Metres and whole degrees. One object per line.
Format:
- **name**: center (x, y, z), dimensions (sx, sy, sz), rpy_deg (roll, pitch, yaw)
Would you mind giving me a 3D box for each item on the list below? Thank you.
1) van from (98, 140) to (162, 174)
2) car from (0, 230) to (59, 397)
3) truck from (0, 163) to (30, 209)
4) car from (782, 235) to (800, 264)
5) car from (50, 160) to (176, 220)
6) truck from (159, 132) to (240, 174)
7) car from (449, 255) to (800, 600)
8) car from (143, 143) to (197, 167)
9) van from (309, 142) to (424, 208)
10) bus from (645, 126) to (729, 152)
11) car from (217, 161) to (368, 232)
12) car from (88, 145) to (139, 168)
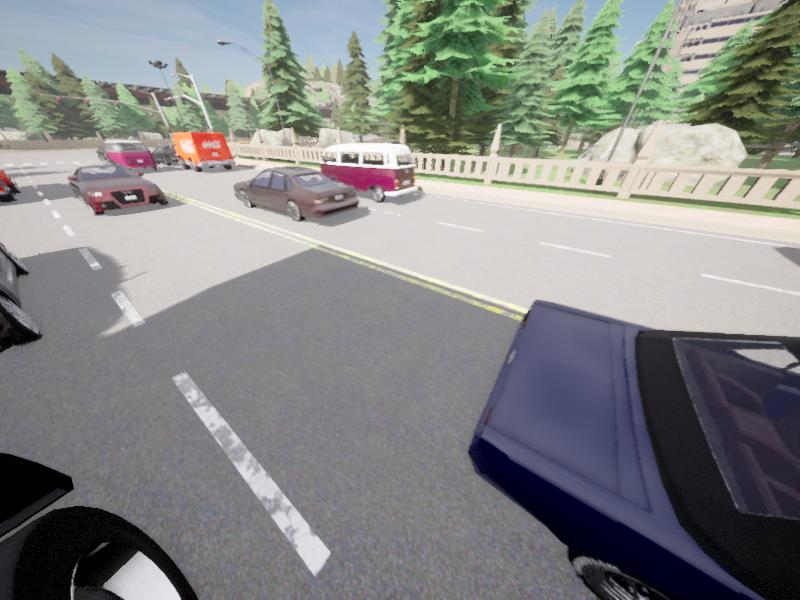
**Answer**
- **van**: center (-20.711, -11.052, 17.709), dimensions (4.442, 1.987, 1.775), rpy_deg (22, 40, 28)
- **car**: center (-6.681, -0.261, 2.804), dimensions (5.238, 1.638, 1.930), rpy_deg (22, 41, 28)
- **truck**: center (-17.674, -5.102, 8.838), dimensions (5.204, 2.467, 2.627), rpy_deg (23, 41, 27)
- **car**: center (10.286, -0.653, 3.649), dimensions (3.806, 1.475, 1.970), rpy_deg (22, 41, 28)
- **car**: center (-10.894, -4.330, 8.784), dimensions (4.181, 1.385, 1.994), rpy_deg (22, 41, 28)
- **truck**: center (-15.731, -11.685, 18.224), dimensions (5.204, 2.467, 2.627), rpy_deg (22, 40, 28)
- **car**: center (2.859, 1.313, 0.950), dimensions (4.718, 1.301, 1.895), rpy_deg (22, 41, 28)
- **car**: center (-21.870, -13.836, 21.971), dimensions (4.856, 1.649, 2.033), rpy_deg (22, 41, 28)
- **van**: center (-1.488, -5.690, 10.214), dimensions (4.480, 2.038, 2.069), rpy_deg (22, 41, 28)
- **bus**: center (61.982, -35.041, 50.430), dimensions (3.944, 4.253, 10.273), rpy_deg (-22, 41, -28)
- **car**: center (-3.912, -3.953, 8.288), dimensions (5.357, 1.411, 2.033), rpy_deg (22, 41, 28)
- **car**: center (-25.473, -12.816, 20.554), dimensions (3.705, 1.549, 1.789), rpy_deg (22, 41, 28)
